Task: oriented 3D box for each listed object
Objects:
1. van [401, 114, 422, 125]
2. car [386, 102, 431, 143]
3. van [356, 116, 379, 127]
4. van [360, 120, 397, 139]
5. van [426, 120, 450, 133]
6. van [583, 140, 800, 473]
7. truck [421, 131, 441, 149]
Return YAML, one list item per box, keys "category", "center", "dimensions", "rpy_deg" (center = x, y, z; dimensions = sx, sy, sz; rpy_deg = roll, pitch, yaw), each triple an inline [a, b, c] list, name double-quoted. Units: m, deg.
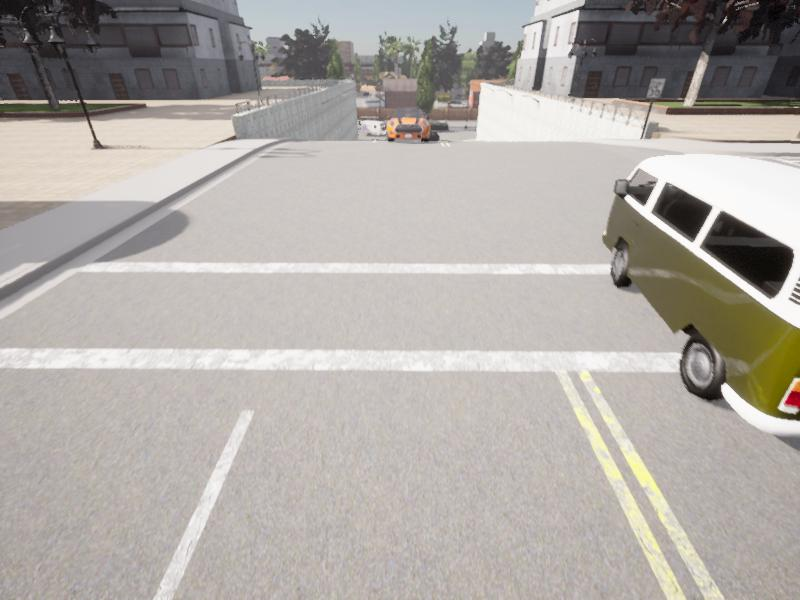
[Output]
- category: "van"
  center: [2.547, -39.028, 86.566]
  dimensions: [4.480, 2.038, 2.069]
  rpy_deg: [0, 30, 0]
- category: "car"
  center: [0.431, -9.228, 20.956]
  dimensions: [2.097, 1.767, 4.553]
  rpy_deg: [0, 23, 1]
- category: "van"
  center: [-6.745, -37.270, 83.634]
  dimensions: [4.442, 1.987, 1.775]
  rpy_deg: [0, 30, 0]
- category: "van"
  center: [-3.847, -30.769, 72.203]
  dimensions: [6.366, 2.431, 2.351]
  rpy_deg: [16, 34, 22]
- category: "van"
  center: [7.203, -33.193, 76.609]
  dimensions: [4.442, 1.987, 1.775]
  rpy_deg: [0, 30, 1]
- category: "van"
  center: [4.083, -0.489, 4.817]
  dimensions: [2.069, 2.038, 4.480]
  rpy_deg: [3, 30, 7]
- category: "truck"
  center: [4.360, -22.973, 57.309]
  dimensions: [2.390, 2.098, 6.274]
  rpy_deg: [0, 25, 1]
